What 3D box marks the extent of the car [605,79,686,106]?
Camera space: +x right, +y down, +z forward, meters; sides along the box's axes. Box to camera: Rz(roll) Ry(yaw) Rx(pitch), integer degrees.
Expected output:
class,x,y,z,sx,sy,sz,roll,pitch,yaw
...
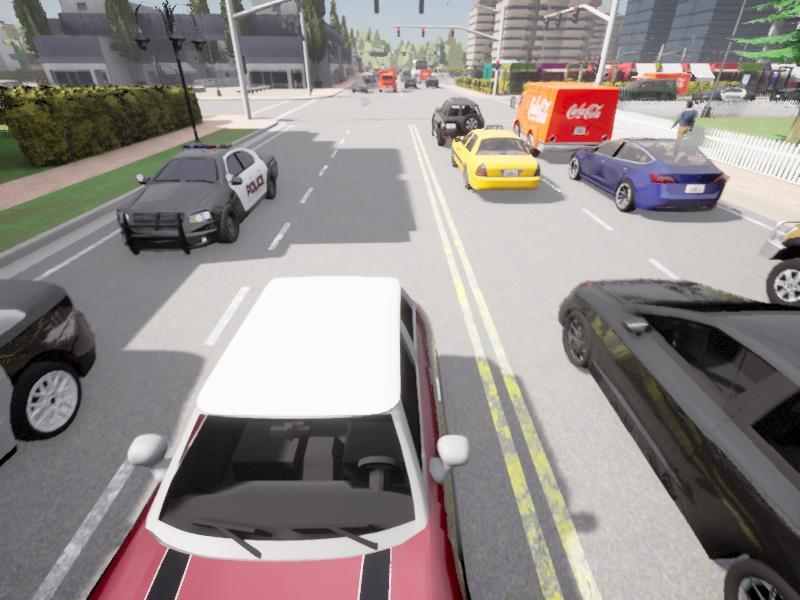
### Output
class,x,y,z,sx,sy,sz,roll,pitch,yaw
car,21.965,-18.766,36.073,5.566,2.045,2.150,-1,30,-2

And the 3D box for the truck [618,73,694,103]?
class,x,y,z,sx,sy,sz,roll,pitch,yaw
truck,24.850,-20.780,39.095,5.204,2.467,2.627,-1,30,-2

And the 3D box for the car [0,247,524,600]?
class,x,y,z,sx,sy,sz,roll,pitch,yaw
car,-0.572,1.049,2.748,1.970,1.475,3.806,0,30,0

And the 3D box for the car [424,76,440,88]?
class,x,y,z,sx,sy,sz,roll,pitch,yaw
car,5.131,-35.248,64.631,1.930,1.638,5.238,0,30,-1

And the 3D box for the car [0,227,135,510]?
class,x,y,z,sx,sy,sz,roll,pitch,yaw
car,-4.109,1.315,2.119,1.930,1.638,5.238,0,30,-1

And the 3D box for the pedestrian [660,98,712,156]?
class,x,y,z,sx,sy,sz,roll,pitch,yaw
pedestrian,10.324,-6.258,14.514,0.751,1.860,0.751,0,30,0

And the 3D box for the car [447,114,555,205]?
class,x,y,z,sx,sy,sz,roll,pitch,yaw
car,2.691,-4.459,12.063,1.801,1.575,5.366,0,31,-1

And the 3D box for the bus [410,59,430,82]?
class,x,y,z,sx,sy,sz,roll,pitch,yaw
bus,4.445,-52.552,91.614,3.944,4.253,10.273,-1,30,-1

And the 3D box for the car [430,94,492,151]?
class,x,y,z,sx,sy,sz,roll,pitch,yaw
car,2.570,-8.148,18.068,1.932,1.855,4.605,0,30,-1

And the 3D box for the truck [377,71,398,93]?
class,x,y,z,sx,sy,sz,roll,pitch,yaw
truck,-1.646,-29.125,53.333,2.627,2.467,5.204,0,30,-1

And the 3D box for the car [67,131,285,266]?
class,x,y,z,sx,sy,sz,roll,pitch,yaw
car,-4.244,-2.538,8.816,2.038,1.542,4.974,0,30,-1

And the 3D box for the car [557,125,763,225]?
class,x,y,z,sx,sy,sz,roll,pitch,yaw
car,6.223,-3.506,10.530,2.163,1.488,4.792,0,30,-1

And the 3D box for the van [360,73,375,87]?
class,x,y,z,sx,sy,sz,roll,pitch,yaw
van,-5.430,-37.143,67.470,2.069,2.038,4.480,0,30,-1

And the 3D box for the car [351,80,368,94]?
class,x,y,z,sx,sy,sz,roll,pitch,yaw
car,-5.098,-27.248,51.137,1.812,1.442,4.674,0,30,-1

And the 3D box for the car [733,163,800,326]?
class,x,y,z,sx,sy,sz,roll,pitch,yaw
car,6.354,0.098,3.982,1.932,1.855,4.605,0,31,-1

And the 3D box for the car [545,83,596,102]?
class,x,y,z,sx,sy,sz,roll,pitch,yaw
car,16.595,-20.270,39.074,3.988,1.617,1.851,0,30,0

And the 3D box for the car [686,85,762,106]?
class,x,y,z,sx,sy,sz,roll,pitch,yaw
car,29.414,-18.696,36.483,4.974,1.542,2.038,-1,30,-2

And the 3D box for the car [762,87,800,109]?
class,x,y,z,sx,sy,sz,roll,pitch,yaw
car,33.799,-17.022,33.620,4.514,1.525,2.007,-1,30,-2

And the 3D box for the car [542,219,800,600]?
class,x,y,z,sx,sy,sz,roll,pitch,yaw
car,2.869,0.756,3.247,1.816,1.474,4.193,0,30,-1

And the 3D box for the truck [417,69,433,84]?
class,x,y,z,sx,sy,sz,roll,pitch,yaw
truck,4.856,-43.563,78.021,2.627,2.467,5.204,0,30,-1

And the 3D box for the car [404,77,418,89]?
class,x,y,z,sx,sy,sz,roll,pitch,yaw
car,1.666,-34.113,62.872,2.007,1.525,4.514,0,30,-1

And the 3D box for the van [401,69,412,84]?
class,x,y,z,sx,sy,sz,roll,pitch,yaw
van,1.282,-45.861,81.837,1.988,2.561,5.915,0,30,-1

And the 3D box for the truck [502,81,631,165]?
class,x,y,z,sx,sy,sz,roll,pitch,yaw
truck,6.112,-7.153,15.785,2.627,2.467,5.204,0,30,-1

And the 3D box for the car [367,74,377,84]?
class,x,y,z,sx,sy,sz,roll,pitch,yaw
car,-5.699,-44.708,80.863,1.789,1.549,3.705,0,30,-1
